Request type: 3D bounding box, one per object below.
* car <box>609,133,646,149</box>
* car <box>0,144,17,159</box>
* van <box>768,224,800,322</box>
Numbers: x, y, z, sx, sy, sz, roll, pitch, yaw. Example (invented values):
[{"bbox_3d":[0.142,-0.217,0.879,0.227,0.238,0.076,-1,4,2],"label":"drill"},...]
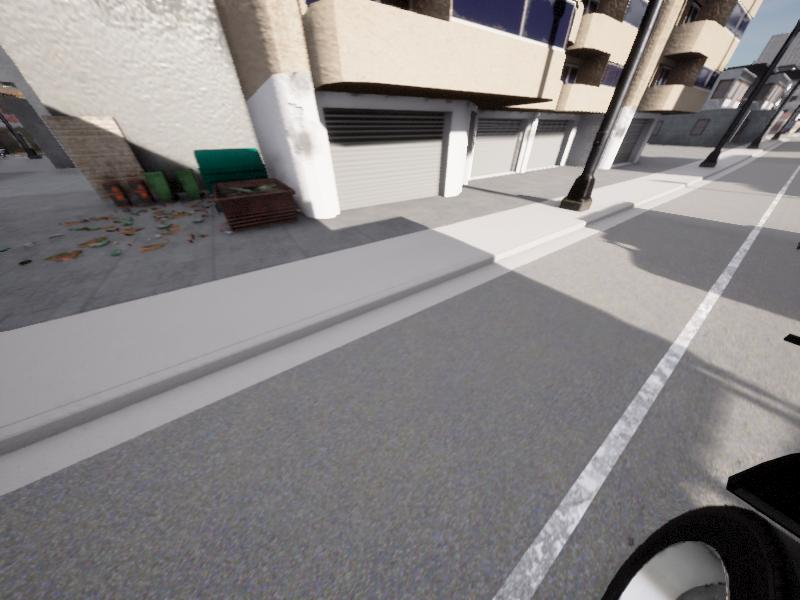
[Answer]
[{"bbox_3d":[29.236,-20.400,29.653,3.806,1.475,1.970,-23,41,-26],"label":"car"},{"bbox_3d":[-53.434,-18.613,29.115,4.902,1.511,2.128,-22,41,-26],"label":"car"},{"bbox_3d":[8.992,-1.279,3.532,6.366,2.431,2.351,-21,40,-27],"label":"van"}]
